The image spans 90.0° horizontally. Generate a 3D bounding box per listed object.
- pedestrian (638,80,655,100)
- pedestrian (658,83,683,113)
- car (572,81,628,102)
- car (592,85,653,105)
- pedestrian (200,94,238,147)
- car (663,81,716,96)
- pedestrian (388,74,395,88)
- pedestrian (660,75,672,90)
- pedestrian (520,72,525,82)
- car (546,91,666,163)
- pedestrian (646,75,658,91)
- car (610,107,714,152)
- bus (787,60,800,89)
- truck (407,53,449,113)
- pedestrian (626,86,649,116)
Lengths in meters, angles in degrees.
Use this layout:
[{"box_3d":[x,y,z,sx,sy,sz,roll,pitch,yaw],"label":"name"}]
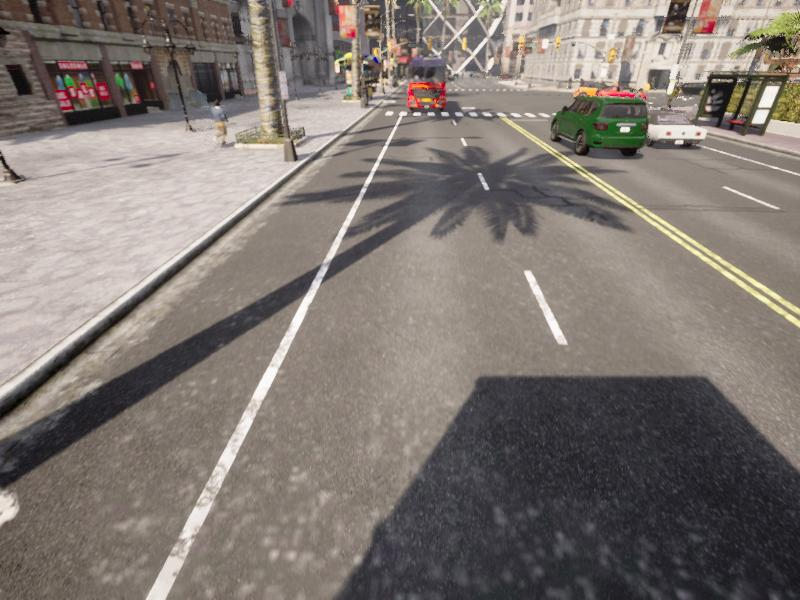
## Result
[{"box_3d":[25.696,-21.912,41.790,0.751,1.860,0.751,-5,31,-10],"label":"pedestrian"},{"box_3d":[19.724,-14.753,29.199,0.751,1.860,0.751,-13,33,-21],"label":"pedestrian"},{"box_3d":[20.451,-21.515,41.183,4.553,1.767,2.097,6,31,10],"label":"car"},{"box_3d":[21.035,-19.515,38.033,4.514,1.525,2.007,5,31,9],"label":"car"},{"box_3d":[-7.211,-7.182,16.039,0.751,1.860,0.751,4,31,6],"label":"pedestrian"},{"box_3d":[36.181,-26.500,50.130,4.892,1.490,1.837,2,30,2],"label":"car"},{"box_3d":[-1.279,-33.211,60.598,0.751,1.860,0.751,20,36,30],"label":"pedestrian"},{"box_3d":[38.889,-31.836,58.564,0.751,1.860,0.751,1,30,1],"label":"pedestrian"},{"box_3d":[26.178,-47.605,85.431,0.751,1.860,0.751,5,31,8],"label":"pedestrian"},{"box_3d":[8.128,-7.363,16.634,2.150,2.045,5.566,1,30,2],"label":"car"},{"box_3d":[35.426,-30.481,56.218,0.751,1.860,0.751,-2,30,-5],"label":"pedestrian"},{"box_3d":[11.741,-7.931,18.379,1.895,1.301,4.718,2,30,3],"label":"car"},{"box_3d":[69.430,-36.328,64.467,3.944,4.253,10.273,1,30,2],"label":"bus"},{"box_3d":[2.220,-17.761,32.609,2.891,3.827,8.468,2,30,3],"label":"truck"},{"box_3d":[16.885,-14.150,28.442,0.751,1.860,0.751,4,31,7],"label":"pedestrian"}]
